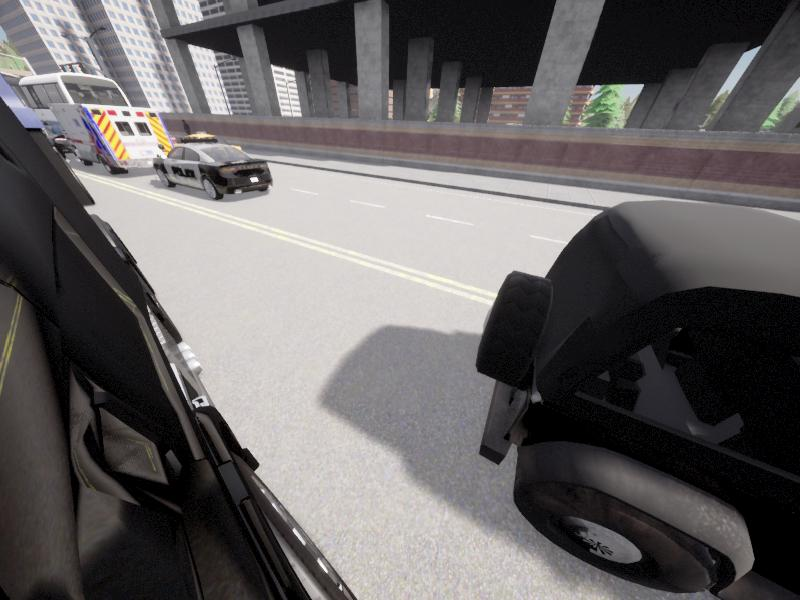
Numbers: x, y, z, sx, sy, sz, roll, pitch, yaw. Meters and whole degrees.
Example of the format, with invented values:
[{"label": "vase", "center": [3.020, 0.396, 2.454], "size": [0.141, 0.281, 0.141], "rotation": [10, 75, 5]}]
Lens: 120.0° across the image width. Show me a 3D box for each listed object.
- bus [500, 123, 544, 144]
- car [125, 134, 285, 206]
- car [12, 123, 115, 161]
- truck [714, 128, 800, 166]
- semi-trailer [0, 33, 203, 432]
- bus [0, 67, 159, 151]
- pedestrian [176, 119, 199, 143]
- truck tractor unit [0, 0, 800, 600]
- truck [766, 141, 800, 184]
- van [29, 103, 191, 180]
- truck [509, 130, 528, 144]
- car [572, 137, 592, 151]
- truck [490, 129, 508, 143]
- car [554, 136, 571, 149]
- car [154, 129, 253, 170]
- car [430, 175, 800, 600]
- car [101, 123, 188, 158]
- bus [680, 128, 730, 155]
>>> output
[{"label": "bus", "center": [35.117, -48.135, 66.729], "size": [10.273, 4.253, 3.944], "rotation": [20, 40, 22]}, {"label": "car", "center": [-7.058, -4.936, 8.436], "size": [5.238, 1.638, 1.930], "rotation": [20, 40, 21]}, {"label": "car", "center": [-20.214, -9.578, 13.927], "size": [4.902, 1.511, 2.128], "rotation": [20, 40, 21]}, {"label": "truck", "center": [48.825, -21.141, 31.737], "size": [2.891, 3.827, 8.468], "rotation": [20, 40, 21]}, {"label": "semi-trailer", "center": [-8.777, -3.550, 4.150], "size": [14.254, 4.402, 2.717], "rotation": [27, 43, 29]}, {"label": "bus", "center": [-25.391, -14.847, 18.361], "size": [10.273, 4.253, 3.944], "rotation": [20, 40, 21]}, {"label": "pedestrian", "center": [-21.059, -16.761, 22.900], "size": [0.751, 1.860, 0.751], "rotation": [15, 39, 16]}, {"label": "truck tractor unit", "center": [-2.645, -0.295, 0.351], "size": [6.516, 4.208, 3.053], "rotation": [28, 44, 30]}, {"label": "truck", "center": [30.283, -9.472, 16.078], "size": [2.627, 2.467, 5.204], "rotation": [20, 40, 21]}, {"label": "van", "center": [-13.525, -7.566, 10.890], "size": [6.366, 2.431, 2.351], "rotation": [20, 40, 21]}, {"label": "truck", "center": [27.283, -37.435, 53.143], "size": [2.615, 2.467, 5.204], "rotation": [20, 40, 21]}, {"label": "car", "center": [31.946, -27.599, 40.706], "size": [1.905, 1.878, 3.866], "rotation": [20, 40, 21]}, {"label": "truck", "center": [23.506, -38.790, 54.719], "size": [2.615, 2.467, 5.204], "rotation": [20, 40, 21]}, {"label": "car", "center": [29.370, -28.524, 41.782], "size": [1.905, 1.878, 3.866], "rotation": [20, 40, 21]}, {"label": "car", "center": [-11.396, -8.846, 13.446], "size": [5.366, 1.575, 1.801], "rotation": [20, 40, 21]}, {"label": "car", "center": [2.425, 0.735, 1.235], "size": [3.866, 1.878, 1.905], "rotation": [20, 40, 21]}, {"label": "car", "center": [-17.606, -11.100, 15.995], "size": [4.611, 1.667, 2.242], "rotation": [20, 40, 21]}, {"label": "bus", "center": [64.554, -33.785, 49.287], "size": [3.944, 4.253, 10.273], "rotation": [30, 44, 31]}]
